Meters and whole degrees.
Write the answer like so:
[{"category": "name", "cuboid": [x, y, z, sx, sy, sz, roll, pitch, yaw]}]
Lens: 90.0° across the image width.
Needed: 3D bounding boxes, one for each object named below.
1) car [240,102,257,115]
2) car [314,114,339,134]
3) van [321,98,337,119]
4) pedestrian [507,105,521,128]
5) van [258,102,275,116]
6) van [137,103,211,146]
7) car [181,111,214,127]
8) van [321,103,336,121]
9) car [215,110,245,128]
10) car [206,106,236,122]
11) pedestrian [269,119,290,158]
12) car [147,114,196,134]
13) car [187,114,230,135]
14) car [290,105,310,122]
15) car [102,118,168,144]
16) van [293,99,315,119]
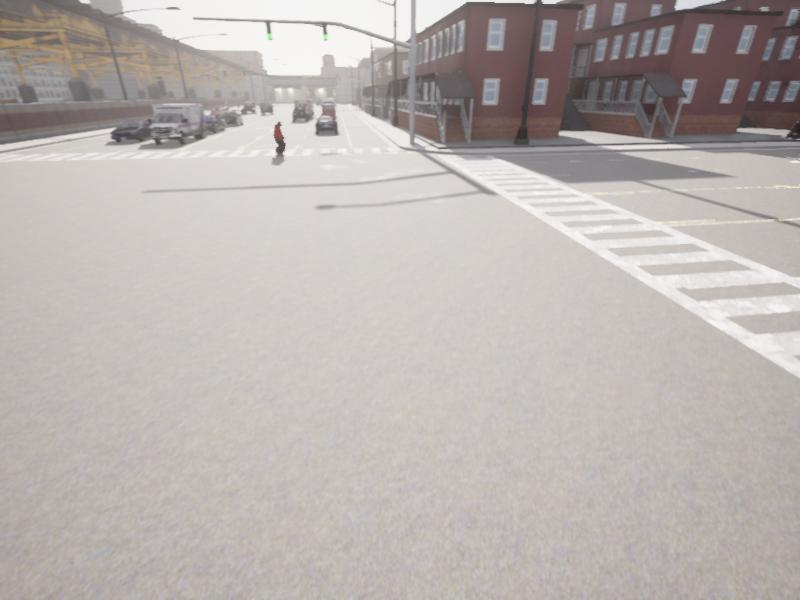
[{"category": "car", "cuboid": [-26.248, -33.267, 69.398, 1.905, 1.878, 3.866, -4, 27, -7]}, {"category": "car", "cuboid": [-6.622, -15.974, 36.226, 1.994, 1.385, 4.181, -4, 27, -7]}, {"category": "van", "cuboid": [-10.428, -28.326, 58.985, 1.988, 2.561, 5.915, -4, 27, -7]}, {"category": "pedestrian", "cuboid": [10.461, -16.850, 36.688, 0.751, 1.860, 0.751, -5, 28, -9]}, {"category": "van", "cuboid": [-22.294, -32.014, 66.835, 1.775, 1.987, 4.442, -4, 27, -7]}, {"category": "van", "cuboid": [-16.118, -12.882, 29.116, 2.351, 2.431, 6.366, -4, 27, -7]}, {"category": "car", "cuboid": [-22.007, -19.745, 43.653, 1.994, 1.385, 4.181, -4, 28, -8]}, {"category": "van", "cuboid": [-9.436, -24.991, 53.092, 1.775, 1.987, 4.442, -4, 28, -7]}, {"category": "car", "cuboid": [-18.463, -19.813, 43.625, 1.837, 1.490, 4.892, -4, 28, -7]}, {"category": "car", "cuboid": [-23.496, -24.556, 52.687, 2.242, 1.667, 4.611, -4, 27, -7]}, {"category": "pedestrian", "cuboid": [-6.392, -8.603, 21.302, 0.751, 1.860, 0.751, -5, 28, -9]}, {"category": "car", "cuboid": [-20.889, -16.276, 36.874, 2.033, 1.411, 5.357, -4, 27, -7]}, {"category": "car", "cuboid": [-17.264, -16.016, 36.346, 2.033, 1.411, 5.357, -4, 27, -7]}, {"category": "car", "cuboid": [-12.550, -23.631, 50.591, 1.932, 1.855, 4.605, -4, 27, -7]}, {"category": "car", "cuboid": [-19.796, -12.861, 30.228, 2.033, 1.411, 5.357, -4, 27, -7]}, {"category": "van", "cuboid": [-13.701, -27.481, 57.484, 2.351, 2.431, 6.366, -4, 27, -7]}]
